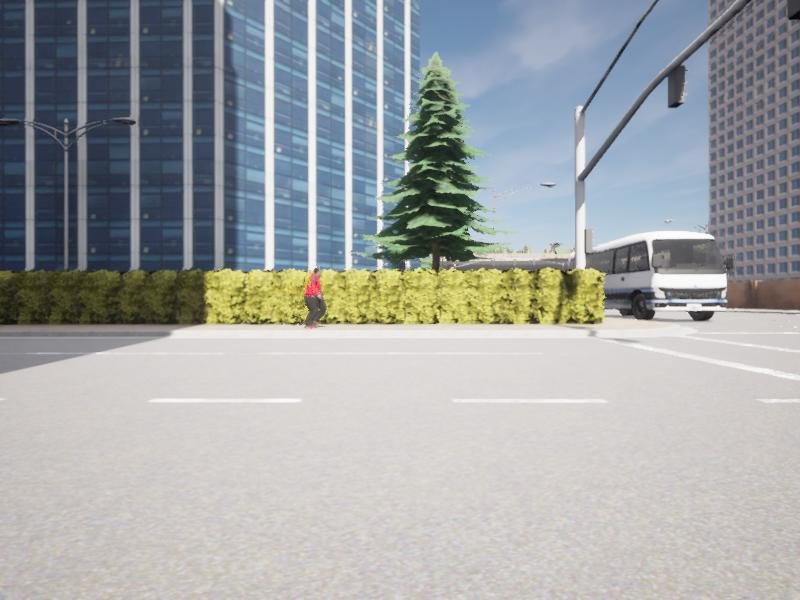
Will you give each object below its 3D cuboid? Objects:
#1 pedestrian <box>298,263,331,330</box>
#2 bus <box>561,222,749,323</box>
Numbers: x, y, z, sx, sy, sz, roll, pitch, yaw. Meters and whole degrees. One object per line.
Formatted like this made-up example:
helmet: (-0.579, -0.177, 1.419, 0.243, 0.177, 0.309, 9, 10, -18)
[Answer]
pedestrian: (-2.471, -0.105, 11.570, 0.751, 1.860, 0.751, 0, 0, 4)
bus: (12.821, -1.149, 22.005, 3.944, 4.253, 10.273, 0, 0, 1)
